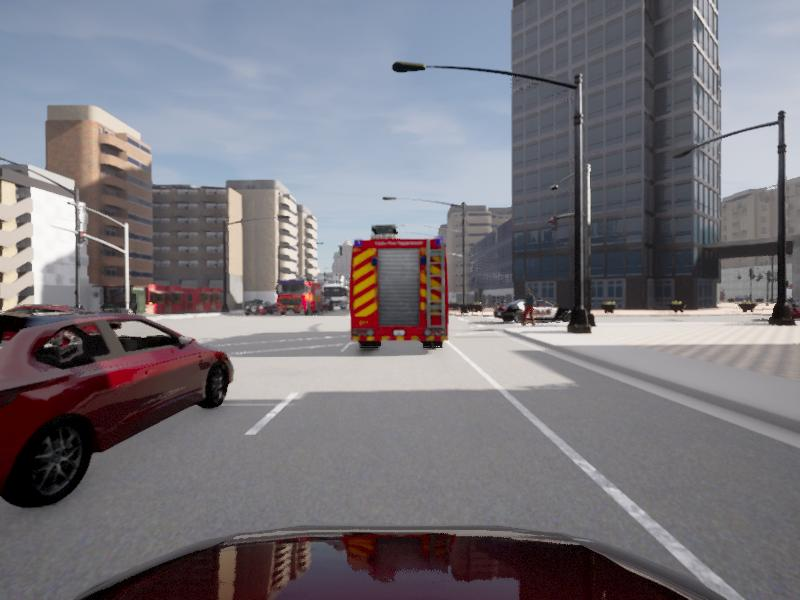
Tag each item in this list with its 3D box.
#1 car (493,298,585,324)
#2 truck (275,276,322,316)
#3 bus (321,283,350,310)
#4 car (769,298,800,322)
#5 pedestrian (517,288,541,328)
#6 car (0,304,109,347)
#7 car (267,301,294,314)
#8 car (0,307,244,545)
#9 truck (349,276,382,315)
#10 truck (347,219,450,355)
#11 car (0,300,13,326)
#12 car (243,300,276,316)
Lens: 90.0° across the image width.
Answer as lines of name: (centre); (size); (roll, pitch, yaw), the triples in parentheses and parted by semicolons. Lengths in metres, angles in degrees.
car: (8.508, 0.630, 24.778); (4.974, 1.542, 2.038); (0, 1, -7)
truck: (-10.582, -0.405, 42.857); (2.891, 3.827, 8.468); (0, 0, 0)
bus: (-10.641, -0.482, 67.026); (3.944, 4.253, 10.273); (0, 0, -4)
car: (25.845, 0.596, 24.732); (4.181, 1.385, 1.994); (0, 0, 0)
pedestrian: (6.085, 0.359, 18.821); (0.751, 1.860, 0.751); (-1, 1, -30)
car: (-13.814, 0.903, 14.914); (4.674, 1.442, 1.812); (-1, 0, -32)
car: (-14.016, 0.859, 47.173); (1.994, 1.385, 4.181); (0, 0, 0)
car: (-3.512, 0.858, 4.576); (1.816, 1.474, 4.193); (0, 0, 0)
truck: (-3.561, -0.446, 43.559); (2.891, 3.827, 8.468); (0, 0, 0)
truck: (0.156, -0.384, 15.552); (2.891, 3.827, 8.468); (0, 0, 3)
car: (-27.836, 0.834, 25.079); (5.027, 1.651, 2.152); (0, 0, 1)
car: (-14.055, 0.785, 40.179); (1.970, 1.475, 3.806); (0, 0, 0)
